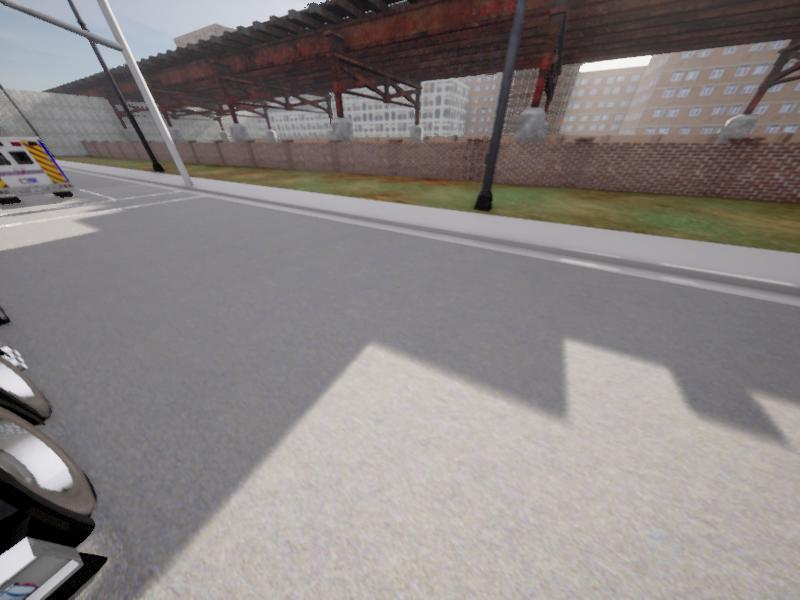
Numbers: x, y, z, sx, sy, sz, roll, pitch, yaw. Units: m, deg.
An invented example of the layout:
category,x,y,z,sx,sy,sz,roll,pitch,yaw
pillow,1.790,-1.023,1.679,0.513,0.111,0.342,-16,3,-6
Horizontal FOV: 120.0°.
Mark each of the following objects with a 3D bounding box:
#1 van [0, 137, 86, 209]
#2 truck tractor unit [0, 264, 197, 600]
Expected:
category,x,y,z,sx,sy,sz,roll,pitch,yaw
van,-18.655,-6.270,11.048,6.366,2.431,2.351,18,39,24
truck tractor unit,-5.113,-0.297,0.787,6.516,4.208,3.053,18,39,24
